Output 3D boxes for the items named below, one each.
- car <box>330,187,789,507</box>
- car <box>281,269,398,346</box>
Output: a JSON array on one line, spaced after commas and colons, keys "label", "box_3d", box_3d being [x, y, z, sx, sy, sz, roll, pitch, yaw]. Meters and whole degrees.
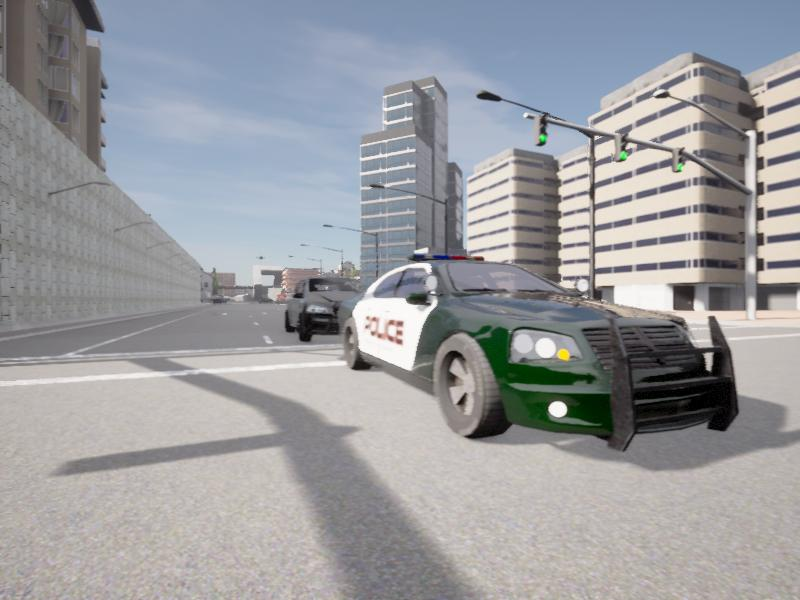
[{"label": "car", "box_3d": [0.736, 0.224, 4.614, 2.038, 1.542, 4.974, 0, 0, -22]}, {"label": "car", "box_3d": [-1.957, 0.155, 11.260, 2.242, 1.667, 4.611, 0, 0, -22]}]
